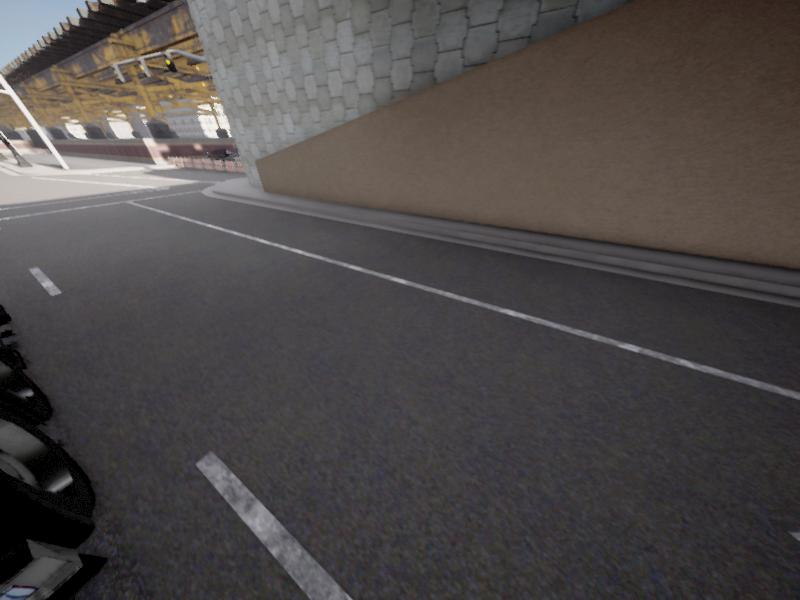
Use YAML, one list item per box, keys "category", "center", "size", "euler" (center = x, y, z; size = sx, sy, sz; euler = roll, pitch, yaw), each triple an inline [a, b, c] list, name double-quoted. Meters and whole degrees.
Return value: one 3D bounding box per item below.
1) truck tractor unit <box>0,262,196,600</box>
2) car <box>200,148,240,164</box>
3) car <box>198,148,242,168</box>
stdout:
- category: "truck tractor unit"
  center: [-5.106, -0.306, 0.784]
  size: [6.516, 4.208, 3.053]
  euler: [19, 39, 24]
- category: "car"
  center: [-19.232, -15.622, 24.932]
  size: [1.853, 1.218, 4.536]
  euler: [-9, 36, -12]
- category: "car"
  center: [-19.218, -15.465, 24.981]
  size: [2.038, 1.542, 4.974]
  euler: [-9, 36, -12]
